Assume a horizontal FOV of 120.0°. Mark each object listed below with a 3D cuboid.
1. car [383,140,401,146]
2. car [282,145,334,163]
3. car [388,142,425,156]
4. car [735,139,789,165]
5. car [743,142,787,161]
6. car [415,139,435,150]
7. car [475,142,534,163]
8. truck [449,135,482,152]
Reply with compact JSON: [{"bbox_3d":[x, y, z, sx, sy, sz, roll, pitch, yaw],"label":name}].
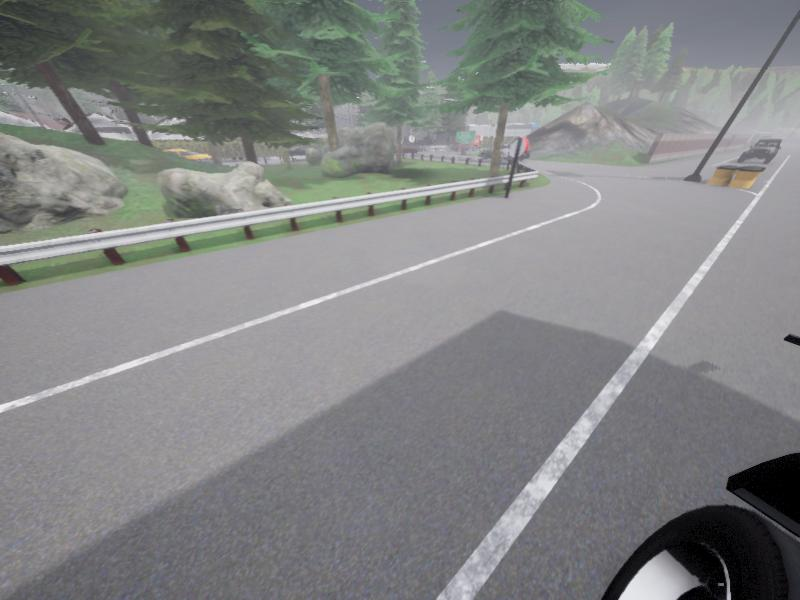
[{"bbox_3d":[-2.451,-48.977,71.958,4.974,1.542,2.038,-22,41,-28],"label":"car"},{"bbox_3d":[-10.531,-16.894,26.591,5.008,1.535,1.882,-22,41,-28],"label":"car"},{"bbox_3d":[0.916,-21.605,33.024,4.792,1.488,2.163,-21,40,-28],"label":"car"},{"bbox_3d":[34.288,-14.105,21.913,3.866,1.878,1.905,-22,41,-28],"label":"car"},{"bbox_3d":[39.117,-15.940,24.758,3.705,1.549,1.789,-22,41,-28],"label":"car"},{"bbox_3d":[5.327,-33.681,49.926,3.866,1.878,1.905,-23,41,-28],"label":"car"},{"bbox_3d":[10.505,-15.178,23.633,2.038,1.542,4.974,-22,41,-28],"label":"car"},{"bbox_3d":[12.101,-28.881,42.544,5.204,2.467,2.627,-19,39,-25],"label":"truck"}]
